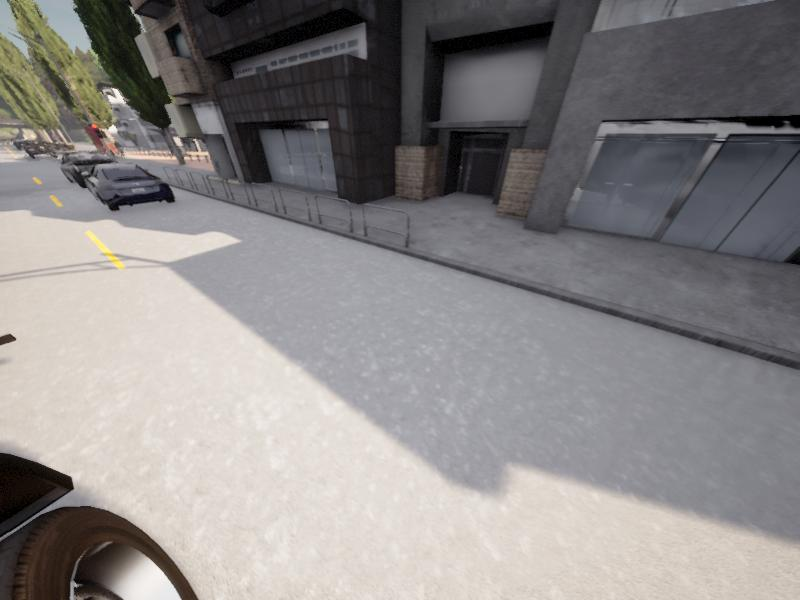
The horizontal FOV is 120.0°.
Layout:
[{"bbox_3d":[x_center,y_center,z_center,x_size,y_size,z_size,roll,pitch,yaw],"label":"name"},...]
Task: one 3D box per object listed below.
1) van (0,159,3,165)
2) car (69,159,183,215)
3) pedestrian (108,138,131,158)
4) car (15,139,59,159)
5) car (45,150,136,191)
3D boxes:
[{"bbox_3d":[-39.975,-14.169,21.476,5.915,2.561,1.988,22,41,28],"label":"van"},{"bbox_3d":[-11.029,-4.700,9.298,4.181,1.385,1.994,24,41,30],"label":"car"},{"bbox_3d":[-32.147,-17.409,26.500,0.751,1.860,0.751,18,39,23],"label":"pedestrian"},{"bbox_3d":[-43.469,-18.154,27.671,4.605,1.855,1.932,22,41,28],"label":"car"},{"bbox_3d":[-17.007,-7.234,12.705,4.514,1.525,2.007,22,41,28],"label":"car"}]
